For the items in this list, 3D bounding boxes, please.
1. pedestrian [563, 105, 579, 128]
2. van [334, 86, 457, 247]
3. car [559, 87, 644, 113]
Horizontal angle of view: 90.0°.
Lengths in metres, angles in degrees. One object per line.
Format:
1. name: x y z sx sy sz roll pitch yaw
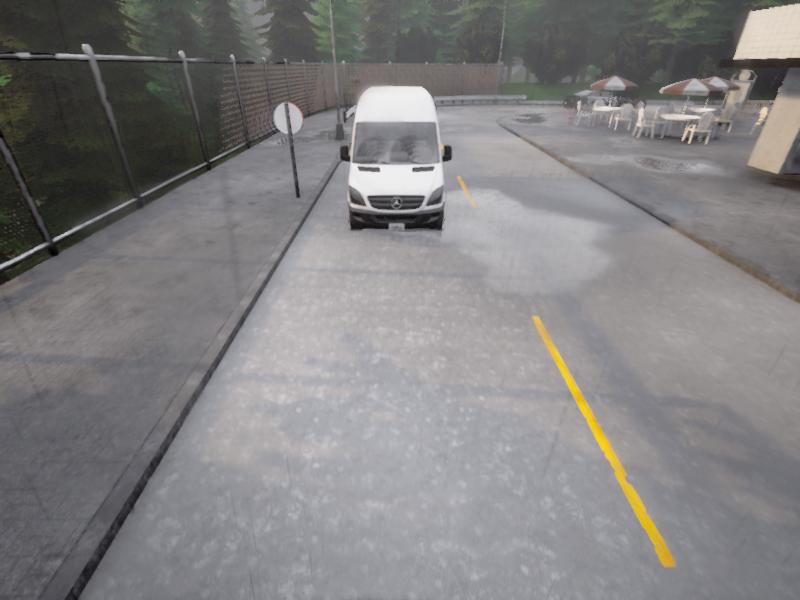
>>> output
1. pedestrian: 9.300 -10.016 21.818 0.500 1.100 0.500 3 30 5
2. van: -0.092 -3.623 9.694 1.988 2.561 5.915 0 30 0
3. car: 15.261 -15.265 30.524 5.238 1.638 1.930 -1 30 -2
